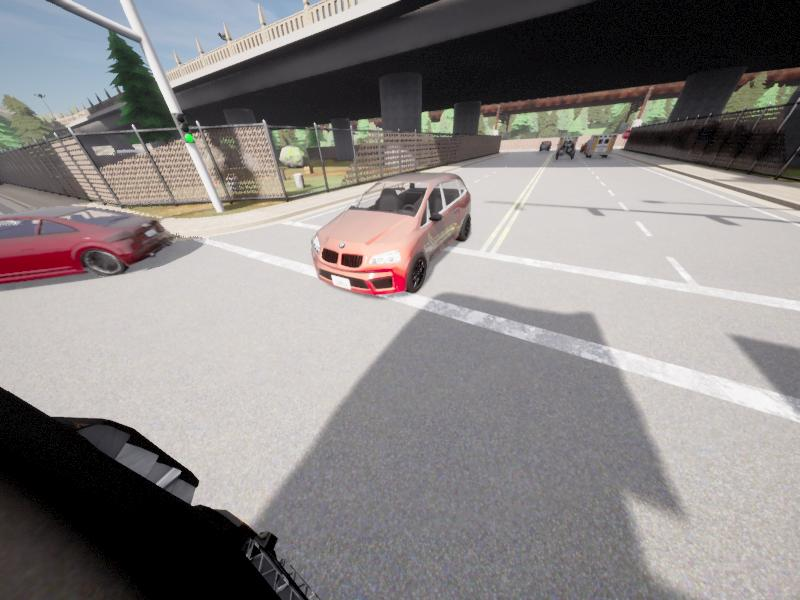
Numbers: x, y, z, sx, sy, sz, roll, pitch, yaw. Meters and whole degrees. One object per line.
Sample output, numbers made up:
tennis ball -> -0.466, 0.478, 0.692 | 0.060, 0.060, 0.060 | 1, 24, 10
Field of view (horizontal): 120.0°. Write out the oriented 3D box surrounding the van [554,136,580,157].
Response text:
van -> 25.599, -23.670, 35.533 | 2.351, 2.431, 6.366 | 16, 38, 26

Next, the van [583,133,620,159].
van -> 25.641, -19.832, 29.747 | 2.351, 2.431, 6.366 | 16, 38, 26

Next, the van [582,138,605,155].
van -> 29.537, -23.524, 35.413 | 1.775, 1.987, 4.442 | 16, 38, 26

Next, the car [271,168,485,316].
car -> 0.115, -1.849, 5.255 | 2.242, 1.667, 4.611 | 16, 37, 26

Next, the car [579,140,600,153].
car -> 32.570, -26.460, 39.781 | 2.097, 1.767, 4.553 | 16, 38, 26

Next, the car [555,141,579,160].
car -> 21.589, -19.439, 29.955 | 1.932, 1.855, 4.605 | 16, 37, 26

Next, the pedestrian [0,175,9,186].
pedestrian -> -49.013, -14.857, 28.011 | 0.751, 1.860, 0.751 | 14, 37, 24

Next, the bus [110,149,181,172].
bus -> -62.404, -34.705, 57.181 | 3.944, 4.253, 10.273 | 16, 38, 26

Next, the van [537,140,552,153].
van -> 28.824, -30.503, 45.984 | 1.775, 1.987, 4.442 | 17, 38, 27

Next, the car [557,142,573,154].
car -> 29.375, -27.072, 41.114 | 1.851, 1.617, 3.988 | 16, 38, 26

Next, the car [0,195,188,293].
car -> -8.154, -1.342, 5.355 | 4.181, 1.385, 1.994 | -11, 35, -12
